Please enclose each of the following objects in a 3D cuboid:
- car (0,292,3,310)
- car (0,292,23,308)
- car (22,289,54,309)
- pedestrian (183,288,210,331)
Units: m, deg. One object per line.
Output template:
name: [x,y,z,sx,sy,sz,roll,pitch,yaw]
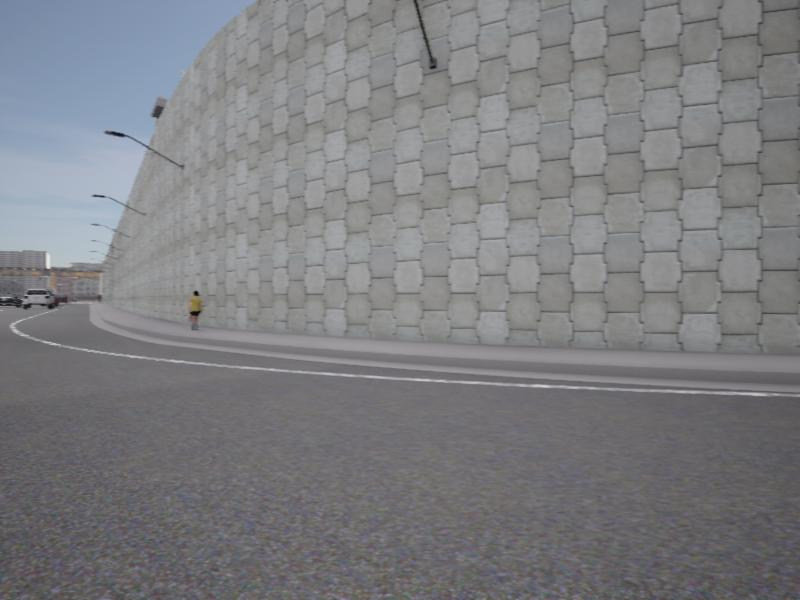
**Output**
car: [-37.827,0.072,36.104,2.242,1.667,4.611,0,0,-38]
car: [-47.365,-0.016,48.385,2.097,1.767,4.553,0,0,-38]
car: [-38.569,-0.127,42.762,2.150,2.045,5.566,0,0,-38]
pedestrian: [-5.384,0.241,10.568,0.500,1.100,0.500,0,0,43]
